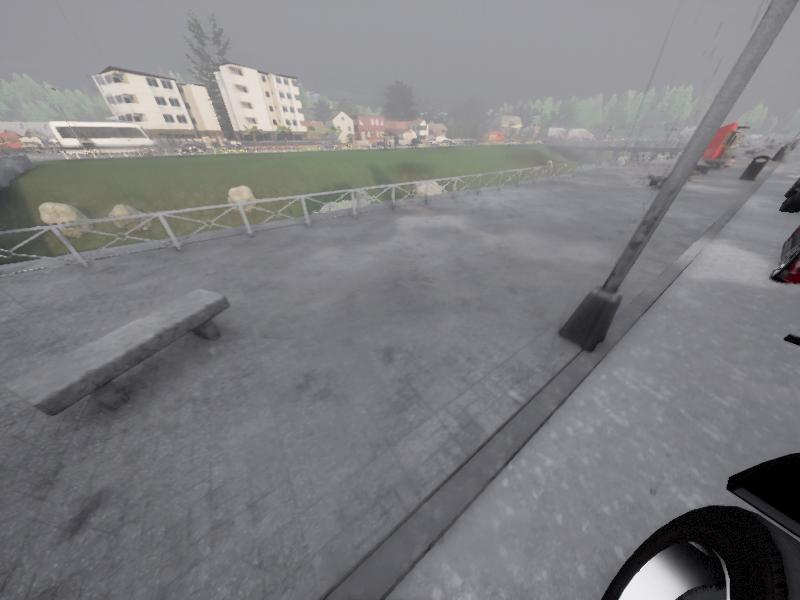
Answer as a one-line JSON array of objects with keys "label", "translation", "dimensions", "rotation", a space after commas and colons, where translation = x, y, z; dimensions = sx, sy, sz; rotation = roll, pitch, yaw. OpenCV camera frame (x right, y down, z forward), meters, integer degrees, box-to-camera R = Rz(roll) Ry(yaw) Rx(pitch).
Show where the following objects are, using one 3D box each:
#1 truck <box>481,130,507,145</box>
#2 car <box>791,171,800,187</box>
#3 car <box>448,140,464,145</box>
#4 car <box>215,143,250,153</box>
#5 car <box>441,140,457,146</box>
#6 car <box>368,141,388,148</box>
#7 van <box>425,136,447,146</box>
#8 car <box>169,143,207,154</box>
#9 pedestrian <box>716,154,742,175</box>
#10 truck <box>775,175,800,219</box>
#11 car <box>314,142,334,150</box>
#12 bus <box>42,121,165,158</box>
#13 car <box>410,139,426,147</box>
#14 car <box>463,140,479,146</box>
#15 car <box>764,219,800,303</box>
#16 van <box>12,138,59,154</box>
[{"label": "truck", "translation": [31.515, -54.560, 77.660], "dimensions": [8.468, 3.827, 2.891], "rotation": [-22, 41, -28]}, {"label": "car", "translation": [23.580, -7.034, 12.372], "dimensions": [4.902, 1.511, 2.128], "rotation": [-22, 41, -28]}, {"label": "car", "translation": [18.139, -50.914, 74.793], "dimensions": [4.718, 1.301, 1.895], "rotation": [-22, 41, -28]}, {"label": "car", "translation": [-33.061, -30.183, 45.751], "dimensions": [5.357, 1.411, 2.033], "rotation": [-22, 41, -28]}, {"label": "car", "translation": [14.598, -46.742, 68.753], "dimensions": [4.193, 1.474, 1.816], "rotation": [-22, 41, -28]}, {"label": "car", "translation": [-5.891, -41.248, 61.118], "dimensions": [4.892, 1.490, 1.837], "rotation": [-22, 41, -28]}, {"label": "van", "translation": [11.039, -48.499, 70.447], "dimensions": [6.366, 2.431, 2.351], "rotation": [-22, 41, -28]}, {"label": "car", "translation": [-38.744, -27.836, 42.383], "dimensions": [4.892, 1.490, 1.837], "rotation": [-21, 40, -27]}, {"label": "pedestrian", "translation": [21.647, -8.924, 15.203], "dimensions": [0.500, 1.100, 0.500], "rotation": [-29, 44, -34]}, {"label": "truck", "translation": [16.012, -4.201, 7.912], "dimensions": [6.274, 2.098, 2.390], "rotation": [-22, 41, -28]}, {"label": "car", "translation": [-17.845, -36.354, 54.376], "dimensions": [3.806, 1.475, 1.970], "rotation": [-22, 41, -28]}, {"label": "bus", "translation": [-44.374, -24.699, 35.589], "dimensions": [10.273, 4.253, 3.944], "rotation": [-21, 40, -26]}, {"label": "car", "translation": [4.812, -42.929, 63.094], "dimensions": [3.866, 1.878, 1.905], "rotation": [-22, 41, -28]}, {"label": "car", "translation": [22.547, -49.962, 73.259], "dimensions": [4.792, 1.488, 2.163], "rotation": [-22, 41, -28]}, {"label": "car", "translation": [8.646, -0.911, 3.943], "dimensions": [4.181, 1.385, 1.994], "rotation": [-22, 41, -28]}, {"label": "van", "translation": [-70.450, -29.960, 44.834], "dimensions": [2.351, 2.431, 6.366], "rotation": [-22, 41, -28]}]
